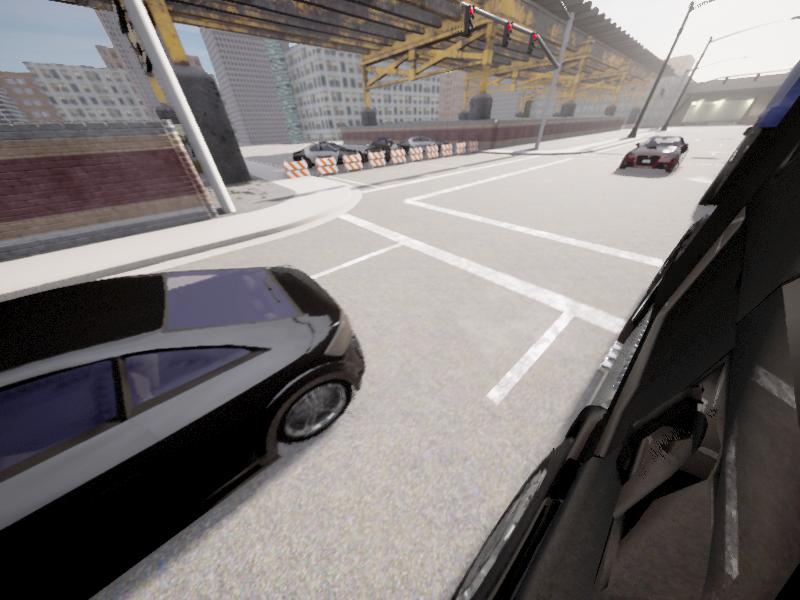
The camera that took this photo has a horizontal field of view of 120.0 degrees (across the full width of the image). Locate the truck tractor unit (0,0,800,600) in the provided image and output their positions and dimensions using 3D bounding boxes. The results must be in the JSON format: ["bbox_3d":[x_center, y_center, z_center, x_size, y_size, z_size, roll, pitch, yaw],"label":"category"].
[{"bbox_3d":[2.645,-0.295,0.352,6.516,4.208,3.053,-28,44,-30],"label":"truck tractor unit"}]

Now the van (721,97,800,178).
[{"bbox_3d":[17.407,-7.525,10.551,5.915,2.561,1.988,-28,44,-30],"label":"van"}]

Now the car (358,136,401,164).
[{"bbox_3d":[-1.471,-12.284,18.813,2.038,1.542,4.974,6,38,12],"label":"car"}]

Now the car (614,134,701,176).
[{"bbox_3d":[12.980,-7.418,11.645,4.181,1.385,1.994,-28,44,-30],"label":"car"}]

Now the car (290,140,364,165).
[{"bbox_3d":[-5.036,-10.523,16.406,4.536,1.218,1.853,0,37,4],"label":"car"}]

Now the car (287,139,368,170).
[{"bbox_3d":[-4.978,-10.396,16.497,4.974,1.542,2.038,0,37,4],"label":"car"}]

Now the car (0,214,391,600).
[{"bbox_3d":[-2.353,0.797,1.571,4.181,1.385,1.994,-28,44,-30],"label":"car"}]

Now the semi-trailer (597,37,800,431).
[{"bbox_3d":[8.729,-3.574,4.210,14.254,4.402,2.717,-28,43,-30],"label":"semi-trailer"}]

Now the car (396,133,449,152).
[{"bbox_3d":[2.056,-14.943,21.895,4.536,1.218,1.853,-9,37,-8],"label":"car"}]

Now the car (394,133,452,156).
[{"bbox_3d":[2.113,-14.824,21.997,4.974,1.542,2.038,-9,37,-8],"label":"car"}]

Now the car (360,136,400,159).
[{"bbox_3d":[-1.465,-12.441,18.759,1.853,1.218,4.536,6,38,12],"label":"car"}]
